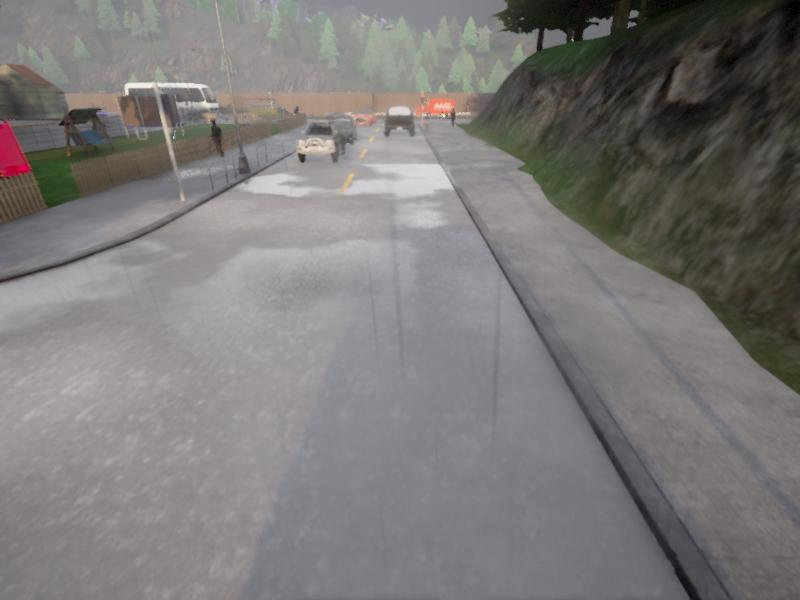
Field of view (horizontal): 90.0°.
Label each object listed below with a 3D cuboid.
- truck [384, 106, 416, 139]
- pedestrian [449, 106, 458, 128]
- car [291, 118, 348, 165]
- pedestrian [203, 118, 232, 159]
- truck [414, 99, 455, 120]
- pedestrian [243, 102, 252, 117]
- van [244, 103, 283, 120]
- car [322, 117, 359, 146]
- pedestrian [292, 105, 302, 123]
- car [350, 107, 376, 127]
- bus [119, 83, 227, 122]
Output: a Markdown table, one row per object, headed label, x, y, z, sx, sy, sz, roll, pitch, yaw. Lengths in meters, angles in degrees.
| label | x | y | z | sx | sy | sz | roll | pitch | yaw |
| --- | --- | --- | --- | --- | --- | --- | --- | --- | --- |
| truck | -0.027 | -14.739 | 32.982 | 2.390 | 2.098 | 6.274 | 0 | 27 | 0 |
| pedestrian | 5.176 | -17.768 | 38.830 | 0.751 | 1.860 | 0.751 | 0 | 27 | 0 |
| car | -4.019 | -8.360 | 20.823 | 1.932 | 1.855 | 4.605 | 0 | 27 | 0 |
| pedestrian | -9.155 | -8.131 | 20.119 | 0.751 | 1.860 | 0.751 | 0 | 27 | 0 |
| truck | 4.536 | -25.528 | 53.569 | 5.204 | 2.467 | 2.627 | 1 | 27 | 0 |
| pedestrian | -21.885 | -27.305 | 57.401 | 0.751 | 1.860 | 0.751 | -3 | 27 | -6 |
| van | -18.243 | -25.308 | 53.663 | 4.442 | 1.987 | 1.775 | 0 | 27 | 0 |
| car | -4.024 | -11.795 | 27.922 | 1.837 | 1.490 | 4.892 | 0 | 27 | 0 |
| pedestrian | -11.641 | -21.132 | 45.398 | 0.751 | 1.860 | 0.751 | -1 | 27 | -2 |
| car | -3.895 | -19.787 | 43.131 | 2.097 | 1.767 | 4.553 | 2 | 27 | 3 |
| bus | -27.850 | -24.537 | 49.690 | 10.273 | 4.253 | 3.944 | 0 | 27 | 0 |
